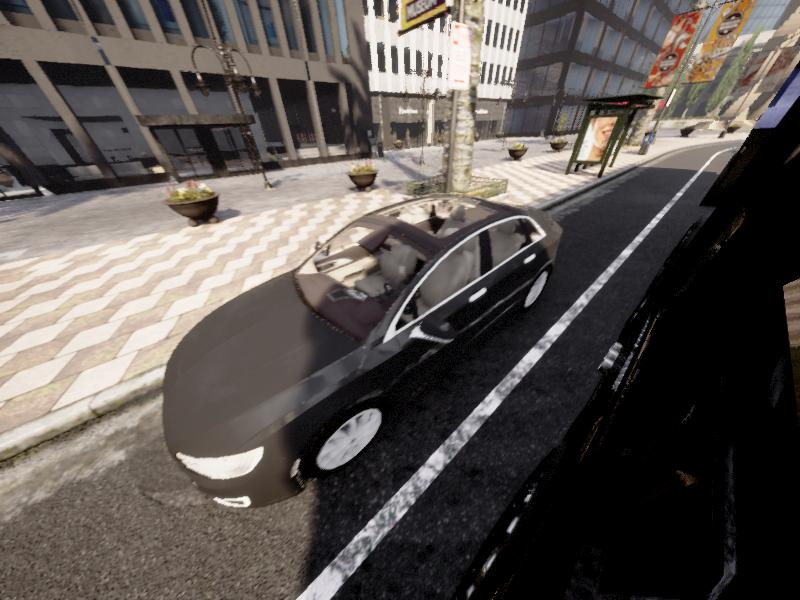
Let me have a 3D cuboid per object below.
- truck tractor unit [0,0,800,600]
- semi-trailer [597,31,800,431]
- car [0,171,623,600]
[{"bbox_3d":[2.645,-0.295,0.351,6.516,4.208,3.053,-28,44,-30],"label":"truck tractor unit"},{"bbox_3d":[8.737,-3.555,4.222,14.254,4.402,2.717,-27,43,-30],"label":"semi-trailer"},{"bbox_3d":[0.186,-0.286,2.769,4.892,1.521,2.231,-28,43,-30],"label":"car"}]
